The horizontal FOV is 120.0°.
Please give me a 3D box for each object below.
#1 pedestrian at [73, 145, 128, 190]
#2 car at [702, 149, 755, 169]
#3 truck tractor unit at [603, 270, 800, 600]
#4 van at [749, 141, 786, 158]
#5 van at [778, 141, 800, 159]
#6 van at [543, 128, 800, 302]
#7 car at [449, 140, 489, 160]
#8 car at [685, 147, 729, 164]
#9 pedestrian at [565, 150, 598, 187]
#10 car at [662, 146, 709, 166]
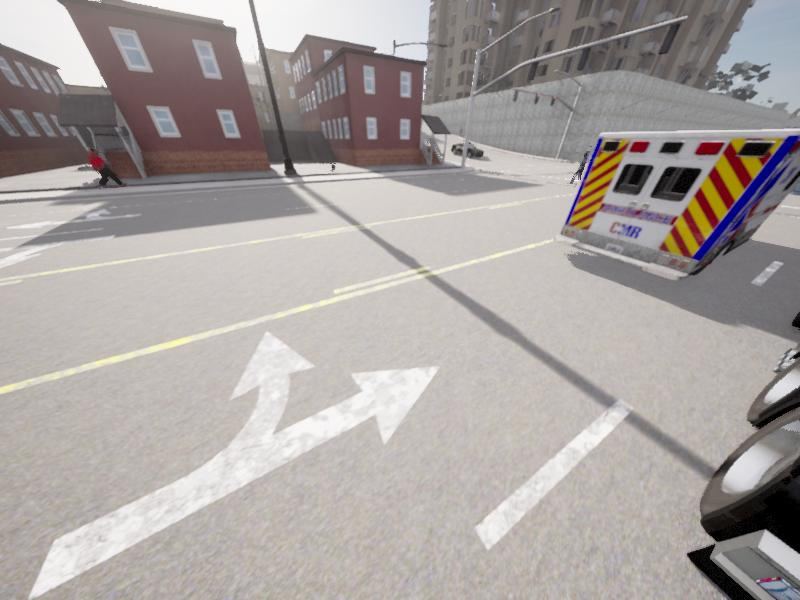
[{"bbox_3d":[-14.614,-6.506,11.355,0.751,1.860,0.751,-18,39,-25],"label":"pedestrian"},{"bbox_3d":[36.748,-15.810,25.852,4.856,1.649,2.033,-17,38,-24],"label":"car"},{"bbox_3d":[5.125,-0.284,0.800,6.516,4.208,3.053,-17,38,-24],"label":"truck tractor unit"},{"bbox_3d":[69.943,-28.698,43.993,5.915,2.561,1.988,-17,38,-24],"label":"van"},{"bbox_3d":[71.056,-26.770,41.214,5.915,2.561,1.988,-17,38,-24],"label":"van"},{"bbox_3d":[6.887,-2.402,5.444,6.366,2.431,2.351,-17,38,-24],"label":"van"},{"bbox_3d":[9.106,-20.224,31.005,1.930,1.638,5.238,-17,44,-24],"label":"car"},{"bbox_3d":[41.652,-19.661,31.324,4.553,1.767,2.097,-17,38,-24],"label":"car"},{"bbox_3d":[10.889,-7.928,13.936,0.751,1.860,0.751,-23,41,-30],"label":"pedestrian"},{"bbox_3d":[34.895,-17.615,28.222,4.605,1.855,1.932,-17,38,-24],"label":"car"}]
